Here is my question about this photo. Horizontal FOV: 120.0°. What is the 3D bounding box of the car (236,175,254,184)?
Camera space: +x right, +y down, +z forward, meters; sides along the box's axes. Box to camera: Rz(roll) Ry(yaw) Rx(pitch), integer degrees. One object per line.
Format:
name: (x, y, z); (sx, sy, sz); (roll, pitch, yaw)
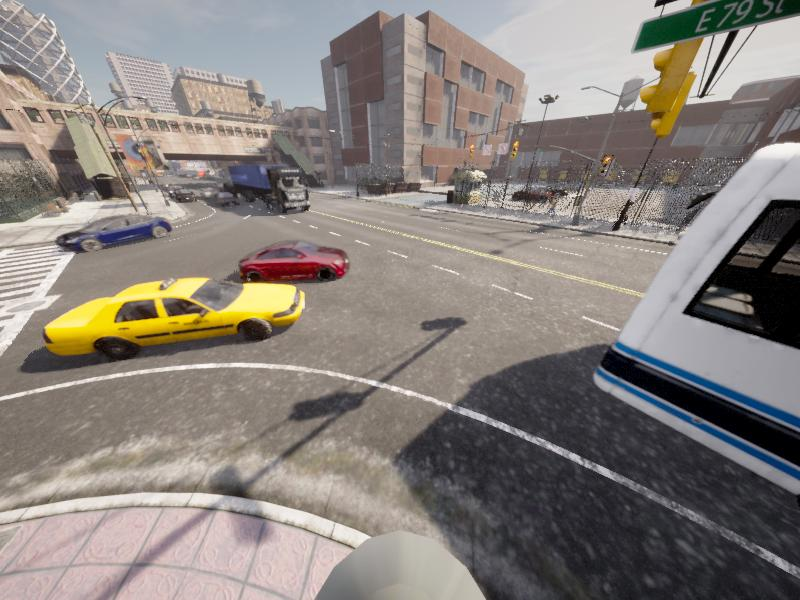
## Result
car: (-42.132, -32.797, 62.773); (2.435, 2.045, 5.566); (-27, 39, -38)

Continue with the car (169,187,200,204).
car: (-28.751, -14.010, 30.735); (2.097, 1.535, 5.008); (-27, 39, -38)

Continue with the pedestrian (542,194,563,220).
pedestrian: (12.520, -7.605, 18.965); (0.751, 1.860, 0.751); (-26, 39, -37)

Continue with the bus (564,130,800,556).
bus: (7.899, 1.605, 0.976); (3.944, 4.253, 10.273); (-21, 36, -33)

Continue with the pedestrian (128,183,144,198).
pedestrian: (-37.513, -15.620, 32.846); (0.751, 1.860, 0.751); (-24, 38, -35)

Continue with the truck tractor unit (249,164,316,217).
truck tractor unit: (-11.790, -11.146, 23.092); (3.053, 4.208, 6.516); (-26, 39, -37)

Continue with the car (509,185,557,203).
car: (17.025, -13.733, 29.804); (2.185, 1.767, 4.553); (-27, 39, -38)

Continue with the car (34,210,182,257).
car: (-16.649, -4.128, 13.673); (2.163, 1.488, 4.792); (11, 32, 18)

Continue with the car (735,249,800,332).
car: (12.788, 0.298, 5.818); (2.242, 1.667, 4.611); (-21, 36, -32)

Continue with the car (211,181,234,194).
car: (-31.709, -20.108, 41.193); (1.930, 1.638, 5.238); (-26, 39, -37)

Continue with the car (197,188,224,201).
car: (-26.886, -15.025, 32.734); (1.895, 1.301, 4.718); (-26, 39, -37)

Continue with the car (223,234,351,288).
car: (-4.272, -1.690, 9.566); (4.181, 1.385, 1.994); (-4, 30, -7)

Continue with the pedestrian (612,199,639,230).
pedestrian: (15.710, -5.977, 16.144); (0.751, 1.860, 0.751); (23, 37, 34)

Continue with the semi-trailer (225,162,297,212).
semi-trailer: (-17.260, -14.092, 27.996); (2.717, 4.402, 14.254); (-25, 39, -37)

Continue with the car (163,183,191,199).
car: (-33.366, -16.355, 34.546); (2.185, 1.767, 4.553); (-27, 39, -38)

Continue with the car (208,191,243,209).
car: (-20.563, -11.860, 27.153); (2.033, 1.411, 5.357); (-26, 39, -37)

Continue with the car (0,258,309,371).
car: (-5.470, 0.167, 6.133); (5.366, 1.575, 1.801); (-7, 31, -12)

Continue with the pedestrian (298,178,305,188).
pedestrian: (-20.016, -23.794, 47.004); (0.751, 1.860, 0.751); (-26, 39, -37)

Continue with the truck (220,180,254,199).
truck: (-24.628, -16.725, 34.875); (2.390, 2.098, 6.274); (-26, 39, -37)
